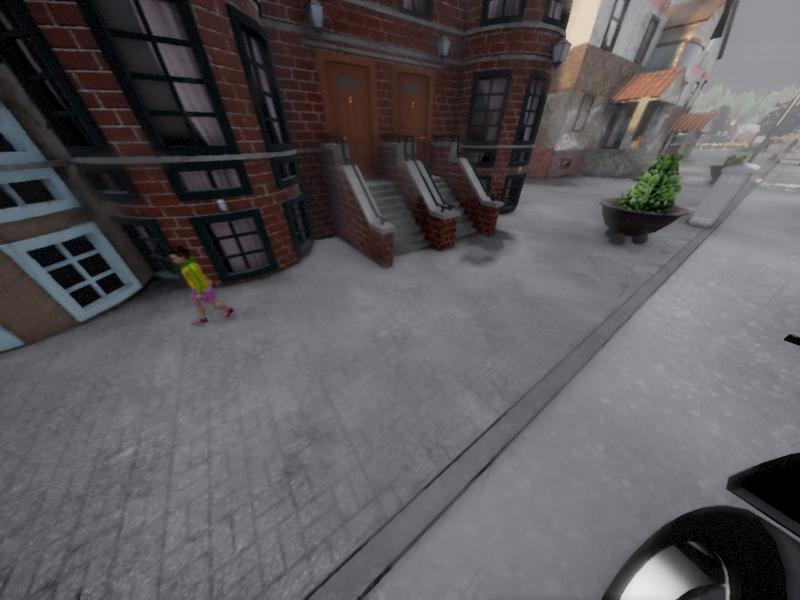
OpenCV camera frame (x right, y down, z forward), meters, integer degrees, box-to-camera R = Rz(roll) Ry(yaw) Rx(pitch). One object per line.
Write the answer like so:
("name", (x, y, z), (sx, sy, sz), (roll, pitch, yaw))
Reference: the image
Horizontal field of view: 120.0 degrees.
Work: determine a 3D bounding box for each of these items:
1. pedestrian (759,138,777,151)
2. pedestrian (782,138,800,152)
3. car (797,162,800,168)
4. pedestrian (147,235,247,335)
("pedestrian", (61.460, -25.945, 38.574), (0.751, 1.860, 0.751), (-17, 38, -22))
("pedestrian", (62.270, -24.560, 36.602), (0.751, 1.860, 0.751), (-10, 36, -14))
("car", (36.807, -12.319, 20.078), (4.718, 1.301, 1.895), (-22, 41, -28))
("pedestrian", (-2.585, -0.190, 3.029), (0.500, 1.100, 0.500), (25, 43, 32))
